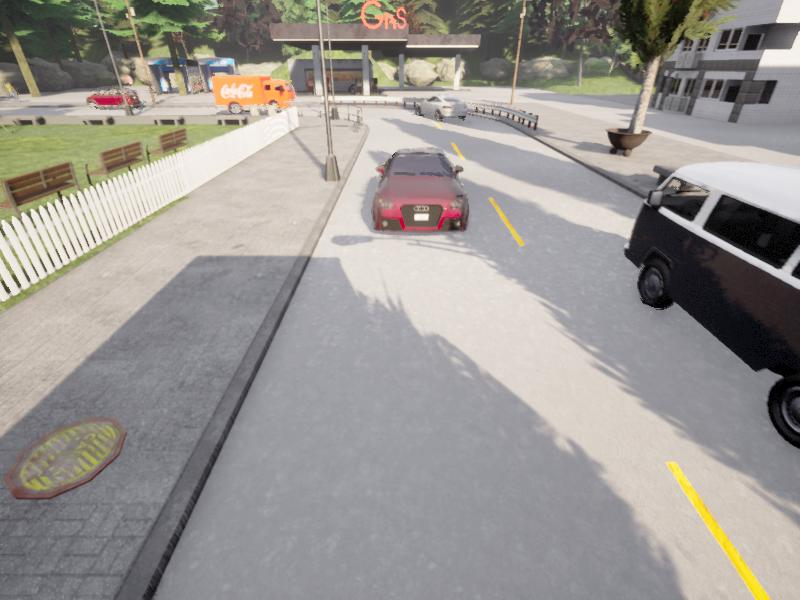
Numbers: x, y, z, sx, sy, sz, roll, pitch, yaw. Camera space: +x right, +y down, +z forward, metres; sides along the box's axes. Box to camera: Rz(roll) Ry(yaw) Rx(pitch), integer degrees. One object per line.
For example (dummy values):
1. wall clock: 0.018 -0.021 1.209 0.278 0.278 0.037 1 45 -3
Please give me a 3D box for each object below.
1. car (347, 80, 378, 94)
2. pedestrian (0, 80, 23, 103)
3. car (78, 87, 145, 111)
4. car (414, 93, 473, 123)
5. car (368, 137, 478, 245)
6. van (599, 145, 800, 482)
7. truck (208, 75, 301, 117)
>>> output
1. car: -4.579 -26.162 49.101 3.633 1.501 1.845 0 30 0
2. pedestrian: -34.998 -18.758 35.986 0.751 1.860 0.751 -4 31 -7
3. car: -22.933 -16.058 31.937 3.705 1.549 1.789 1 30 0
4. car: 2.688 -12.667 26.247 1.812 1.442 4.674 -12 32 -20
5. car: 0.439 -2.753 9.359 1.994 1.385 4.181 0 30 1
6. van: 4.421 -0.209 4.346 2.069 2.038 4.480 0 31 0
7. truck: -10.077 -14.370 28.151 5.204 2.467 2.627 2 30 4
